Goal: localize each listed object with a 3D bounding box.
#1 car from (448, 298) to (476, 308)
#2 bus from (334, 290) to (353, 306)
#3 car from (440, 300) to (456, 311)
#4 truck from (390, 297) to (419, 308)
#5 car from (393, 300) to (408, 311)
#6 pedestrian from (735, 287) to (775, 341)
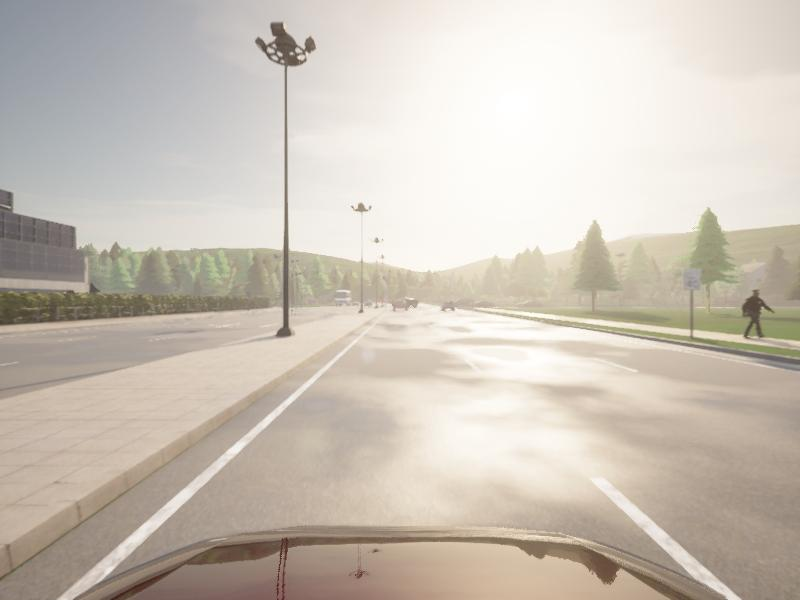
[{"bbox_3d":[13.182,0.574,85.278,5.566,2.045,2.150,0,0,0],"label":"car"},{"bbox_3d":[-15.031,-0.538,107.334,3.944,4.253,10.273,0,0,0],"label":"bus"},{"bbox_3d":[7.031,0.789,58.825,1.851,1.617,3.988,0,0,0],"label":"car"},{"bbox_3d":[0.797,0.541,78.037,2.390,2.098,6.274,0,0,-39],"label":"truck"},{"bbox_3d":[0.027,0.781,59.272,2.152,1.651,5.027,0,0,0],"label":"car"},{"bbox_3d":[12.543,0.486,14.154,0.751,1.860,0.751,0,0,1],"label":"pedestrian"}]
